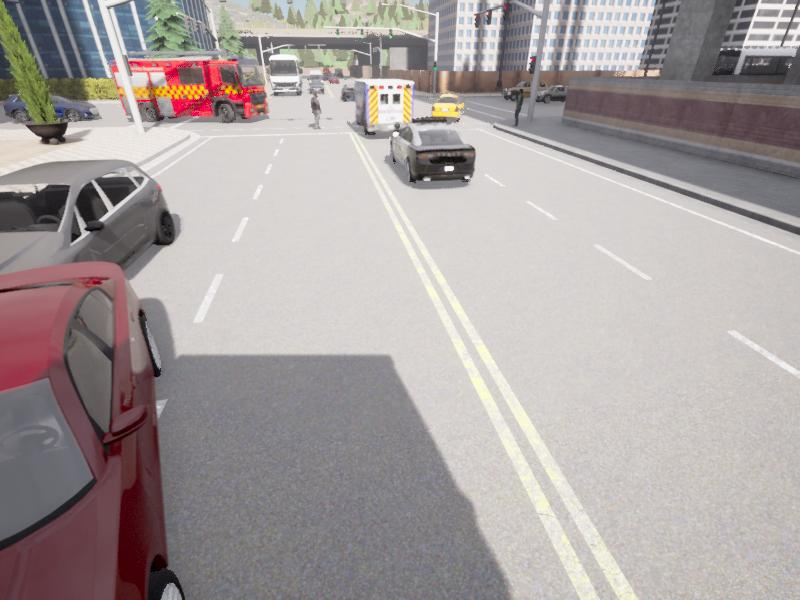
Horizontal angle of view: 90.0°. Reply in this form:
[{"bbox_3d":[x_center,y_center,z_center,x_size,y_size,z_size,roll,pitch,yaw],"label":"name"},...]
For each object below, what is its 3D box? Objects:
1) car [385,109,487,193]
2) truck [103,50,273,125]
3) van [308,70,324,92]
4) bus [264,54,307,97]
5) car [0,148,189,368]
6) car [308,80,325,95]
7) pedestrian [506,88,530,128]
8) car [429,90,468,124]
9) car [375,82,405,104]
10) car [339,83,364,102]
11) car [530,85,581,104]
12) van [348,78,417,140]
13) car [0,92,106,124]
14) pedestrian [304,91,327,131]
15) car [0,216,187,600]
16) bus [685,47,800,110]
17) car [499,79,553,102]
[{"bbox_3d":[0.883,-5.051,13.033,1.930,1.638,5.238,-5,31,-9],"label":"car"},{"bbox_3d":[-12.857,-13.212,24.884,8.468,3.827,2.891,4,30,7],"label":"truck"},{"bbox_3d":[-12.205,-31.886,58.126,1.988,2.561,5.915,-5,31,-9],"label":"van"},{"bbox_3d":[-13.957,-27.966,49.721,3.944,4.253,10.273,-5,31,-9],"label":"bus"},{"bbox_3d":[-5.370,-1.041,6.172,2.242,1.667,4.611,-5,30,-7],"label":"car"},{"bbox_3d":[-10.808,-27.567,51.813,1.812,1.442,4.674,-5,31,-9],"label":"car"},{"bbox_3d":[6.348,-10.361,21.543,0.751,1.860,0.751,22,37,32],"label":"pedestrian"},{"bbox_3d":[3.290,-12.793,26.340,1.801,1.575,5.366,7,31,11],"label":"car"},{"bbox_3d":[-1.060,-20.343,39.192,2.242,1.667,4.611,-5,31,-9],"label":"car"},{"bbox_3d":[-5.097,-21.610,41.528,2.128,1.511,4.902,-5,31,-9],"label":"car"},{"bbox_3d":[14.567,-19.339,37.621,3.806,1.475,1.970,-5,31,-8],"label":"car"},{"bbox_3d":[-1.120,-10.385,21.392,2.351,2.431,6.366,-7,31,-12],"label":"van"},{"bbox_3d":[-22.077,-12.217,25.373,4.856,1.649,2.033,-5,31,-10],"label":"car"},{"bbox_3d":[-4.566,-10.258,21.698,0.751,1.860,0.751,-21,36,-32],"label":"pedestrian"},{"bbox_3d":[-2.850,1.001,2.778,1.882,1.535,5.008,-16,34,-26],"label":"car"},{"bbox_3d":[30.589,-18.456,33.311,10.273,4.253,3.944,-5,31,-8],"label":"bus"},{"bbox_3d":[12.651,-21.121,40.279,4.605,1.855,1.932,-4,31,-7],"label":"car"}]
